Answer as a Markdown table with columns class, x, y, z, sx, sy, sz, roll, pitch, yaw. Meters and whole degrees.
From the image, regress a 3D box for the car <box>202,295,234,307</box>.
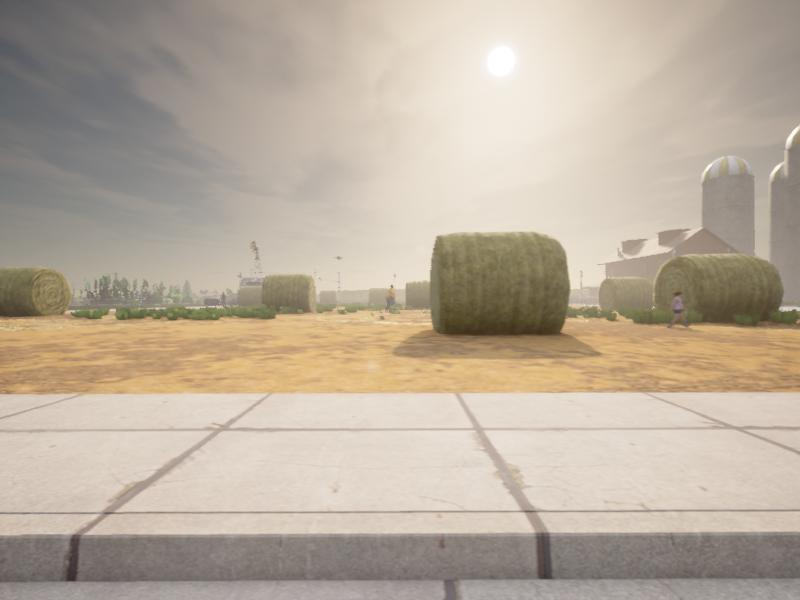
| class | x | y | z | sx | sy | sz | roll | pitch | yaw |
| --- | --- | --- | --- | --- | --- | --- | --- | --- | --- |
| car | -25.407 | 0.172 | 56.017 | 1.930 | 1.638 | 5.238 | 0 | 0 | 2 |

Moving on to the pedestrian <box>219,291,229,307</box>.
| class | x | y | z | sx | sy | sz | roll | pitch | yaw |
| --- | --- | --- | --- | --- | --- | --- | --- | --- | --- |
| pedestrian | -20.485 | -0.121 | 46.494 | 0.751 | 1.860 | 0.751 | 0 | 0 | 6 |

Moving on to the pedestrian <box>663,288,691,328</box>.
| class | x | y | z | sx | sy | sz | roll | pitch | yaw |
| --- | --- | --- | --- | --- | --- | --- | --- | --- | --- |
| pedestrian | 7.795 | 0.226 | 11.277 | 0.500 | 1.100 | 0.500 | 0 | 0 | 15 |

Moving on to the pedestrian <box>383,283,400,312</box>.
| class | x | y | z | sx | sy | sz | roll | pitch | yaw |
| --- | --- | --- | --- | --- | --- | --- | --- | --- | --- |
| pedestrian | -0.556 | -0.146 | 26.003 | 0.751 | 1.860 | 0.751 | 0 | 0 | 40 |

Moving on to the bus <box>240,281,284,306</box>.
| class | x | y | z | sx | sy | sz | roll | pitch | yaw |
| --- | --- | --- | --- | --- | --- | --- | --- | --- | --- |
| bus | -24.800 | -1.140 | 72.569 | 3.944 | 4.253 | 10.273 | 0 | 0 | 3 |
